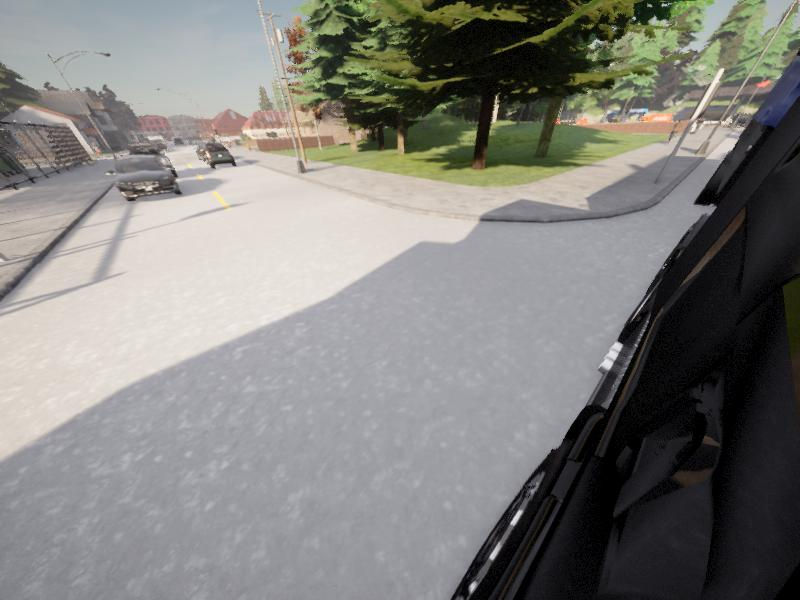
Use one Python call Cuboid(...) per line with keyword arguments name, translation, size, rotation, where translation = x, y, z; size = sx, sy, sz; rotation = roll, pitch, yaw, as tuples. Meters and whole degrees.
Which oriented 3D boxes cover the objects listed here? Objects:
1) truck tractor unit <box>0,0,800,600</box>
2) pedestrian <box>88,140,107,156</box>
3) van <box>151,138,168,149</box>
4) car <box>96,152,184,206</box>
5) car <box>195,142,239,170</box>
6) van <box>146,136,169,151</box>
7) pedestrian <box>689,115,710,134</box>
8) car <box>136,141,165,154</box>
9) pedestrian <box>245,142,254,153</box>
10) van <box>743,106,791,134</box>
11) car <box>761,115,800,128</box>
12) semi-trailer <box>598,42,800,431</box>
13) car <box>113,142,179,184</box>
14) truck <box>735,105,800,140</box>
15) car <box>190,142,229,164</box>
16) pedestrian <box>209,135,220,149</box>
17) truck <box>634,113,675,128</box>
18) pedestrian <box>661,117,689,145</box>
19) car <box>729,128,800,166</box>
Cuboid(name="truck tractor unit", translation=(2.645, -0.295, 0.351), size=(6.516, 4.208, 3.053), rotation=(-28, 44, -30))
Cuboid(name="pedestrian", translation=(-44.999, -22.623, 34.392), size=(0.751, 1.860, 0.751), rotation=(-18, 40, -20))
Cuboid(name="van", translation=(-58.734, -38.285, 56.388), size=(2.069, 2.038, 4.480), rotation=(-28, 44, -30))
Cuboid(name="car", translation=(-11.743, -5.758, 10.678), size=(1.837, 1.490, 4.892), rotation=(-28, 44, -30))
Cuboid(name="car", translation=(-14.884, -11.769, 18.744), size=(1.851, 1.617, 3.988), rotation=(-28, 44, -30))
Cuboid(name="van", translation=(-50.966, -33.080, 48.712), size=(2.351, 2.431, 6.366), rotation=(-28, 44, -30))
Cuboid(name="pedestrian", translation=(37.331, -21.820, 28.812), size=(0.751, 1.860, 0.751), rotation=(-26, 43, -28))
Cuboid(name="car", translation=(-40.033, -24.531, 37.124), size=(1.789, 1.549, 3.705), rotation=(-17, 39, -19))
Cuboid(name="pedestrian", translation=(-19.185, -19.483, 29.436), size=(0.500, 1.100, 0.500), rotation=(-28, 44, -30))
Cuboid(name="van", translation=(45.317, -22.264, 28.614), size=(5.915, 2.561, 1.988), rotation=(-28, 44, -30))
Cuboid(name="car", translation=(62.167, -28.986, 37.459), size=(2.038, 1.542, 4.974), rotation=(17, 41, 25))
Cuboid(name="semi-trailer", translation=(8.687, -3.601, 4.256), size=(14.254, 4.402, 2.717), rotation=(-28, 44, -30))
Cuboid(name="car", translation=(-15.944, -8.868, 14.721), size=(1.932, 1.855, 4.605), rotation=(-28, 44, -30))
Cuboid(name="truck", translation=(35.728, -17.159, 22.426), size=(5.204, 2.467, 2.627), rotation=(-28, 44, -30))
Cuboid(name="car", translation=(-18.959, -14.678, 22.899), size=(2.007, 1.525, 4.514), rotation=(-29, 45, -31))
Cuboid(name="pedestrian", translation=(-31.297, -26.608, 38.935), size=(0.751, 1.860, 0.751), rotation=(-21, 41, -23))
Cuboid(name="truck", translation=(56.396, -39.724, 51.264), size=(2.627, 2.467, 5.204), rotation=(-27, 44, -29))
Cuboid(name="pedestrian", translation=(23.655, -14.564, 19.921), size=(0.751, 1.860, 0.751), rotation=(-29, 44, -31))
Cuboid(name="car", translation=(20.060, -8.392, 12.540), size=(4.181, 1.385, 1.994), rotation=(-28, 44, -30))
